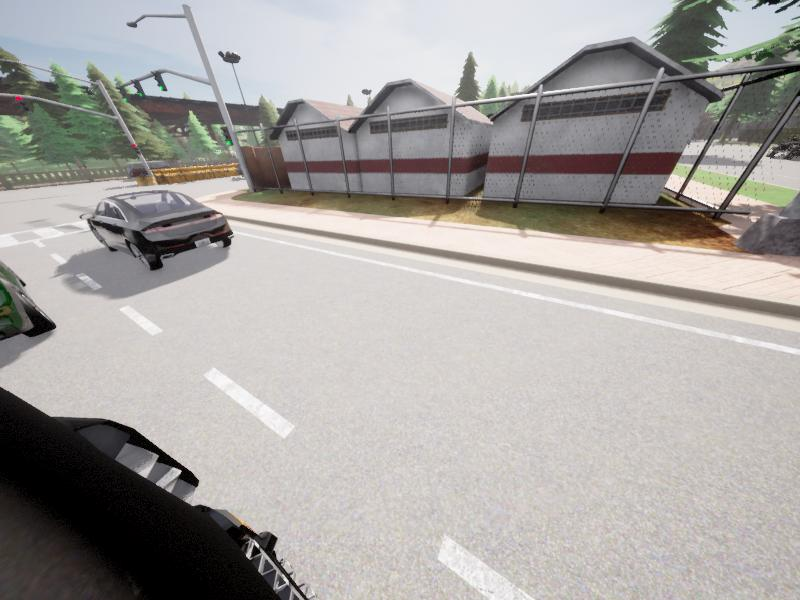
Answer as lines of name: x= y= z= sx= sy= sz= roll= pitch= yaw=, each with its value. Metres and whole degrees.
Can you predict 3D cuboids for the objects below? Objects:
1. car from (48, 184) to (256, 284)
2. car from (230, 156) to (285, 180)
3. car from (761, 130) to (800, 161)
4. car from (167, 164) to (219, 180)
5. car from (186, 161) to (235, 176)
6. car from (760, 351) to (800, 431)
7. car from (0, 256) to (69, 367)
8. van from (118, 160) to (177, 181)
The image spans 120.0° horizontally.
car: x=-6.623 y=-2.085 z=6.223 sx=4.902 sy=1.511 sz=2.128 roll=16 pitch=38 yaw=26
car: x=-15.562 y=-14.726 z=25.610 sx=1.932 sy=1.855 sz=4.605 roll=15 pitch=38 yaw=24
car: x=31.046 y=-11.942 z=17.756 sx=1.905 sy=1.878 sz=3.866 roll=17 pitch=39 yaw=28
car: x=-25.630 y=-16.040 z=28.817 sx=1.994 sy=1.385 sz=4.181 roll=15 pitch=37 yaw=24
car: x=-26.898 y=-18.852 z=33.019 sx=2.128 sy=1.511 sz=4.902 roll=15 pitch=37 yaw=24
car: x=5.464 y=1.287 z=0.102 sx=5.238 sy=1.638 sz=1.930 roll=16 pitch=38 yaw=26
car: x=-7.428 y=-0.192 z=3.180 sx=4.553 sy=1.767 sz=2.097 roll=16 pitch=38 yaw=26
van: x=-32.740 y=-16.910 z=30.114 sx=1.775 sy=1.987 sz=4.442 roll=15 pitch=37 yaw=24
